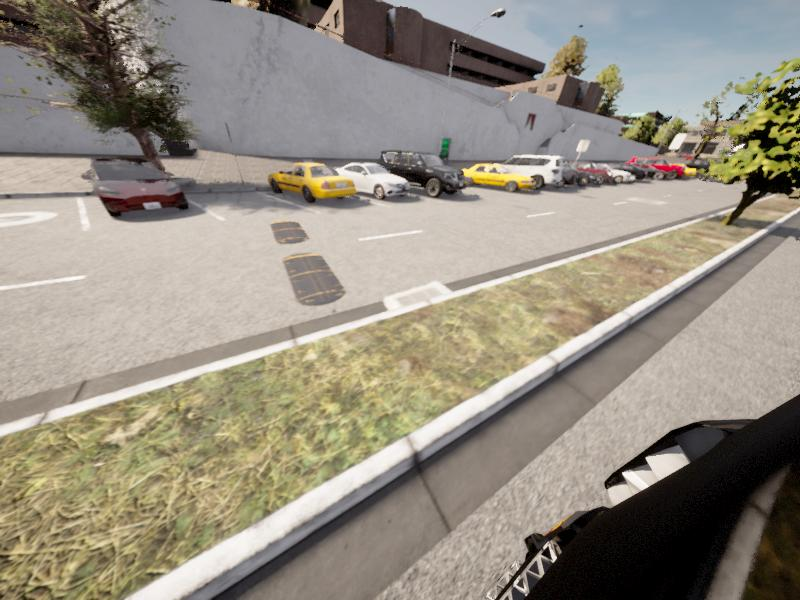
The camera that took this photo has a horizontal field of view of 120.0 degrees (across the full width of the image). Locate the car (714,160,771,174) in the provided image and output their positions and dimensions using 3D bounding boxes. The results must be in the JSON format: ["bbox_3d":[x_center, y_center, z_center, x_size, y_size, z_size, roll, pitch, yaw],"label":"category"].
[{"bbox_3d":[66.388,-25.998,45.037,5.566,2.045,2.435,26,40,32],"label":"car"}]

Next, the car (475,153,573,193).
[{"bbox_3d":[8.861,-9.507,17.029,5.566,2.045,2.435,26,40,32],"label":"car"}]

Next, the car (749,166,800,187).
[{"bbox_3d":[40.468,-13.327,24.801,4.611,1.667,2.242,-16,38,-25],"label":"car"}]

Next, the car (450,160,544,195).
[{"bbox_3d":[6.405,-8.479,15.773,5.366,1.575,1.946,26,40,32],"label":"car"}]

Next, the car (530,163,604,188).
[{"bbox_3d":[14.104,-10.753,19.737,4.674,1.452,2.002,26,40,32],"label":"car"}]

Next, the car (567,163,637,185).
[{"bbox_3d":[19.324,-12.267,22.278,4.674,1.452,2.002,26,40,32],"label":"car"}]

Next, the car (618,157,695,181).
[{"bbox_3d":[29.803,-15.545,27.179,5.566,2.045,2.435,26,40,32],"label":"car"}]

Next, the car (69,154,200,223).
[{"bbox_3d":[-9.383,-4.131,8.130,4.792,1.488,2.163,26,39,32],"label":"car"}]

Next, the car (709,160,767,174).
[{"bbox_3d":[63.712,-25.282,43.791,5.566,2.045,2.435,26,40,32],"label":"car"}]

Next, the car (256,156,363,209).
[{"bbox_3d":[-4.329,-5.683,10.808,5.366,1.575,1.946,26,40,32],"label":"car"}]

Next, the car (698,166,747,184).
[{"bbox_3d":[35.013,-13.599,25.055,4.892,1.490,1.837,-16,38,-25],"label":"car"}]

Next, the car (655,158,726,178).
[{"bbox_3d":[40.194,-18.585,32.286,5.566,2.045,2.435,26,41,32],"label":"car"}]

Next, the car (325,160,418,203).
[{"bbox_3d":[-1.576,-6.310,12.033,4.674,1.452,2.002,26,40,32],"label":"car"}]

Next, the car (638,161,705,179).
[{"bbox_3d":[34.849,-16.929,29.963,5.366,1.575,1.946,26,41,32],"label":"car"}]

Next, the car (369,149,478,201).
[{"bbox_3d":[1.075,-7.271,13.152,5.566,2.045,2.435,26,40,32],"label":"car"}]

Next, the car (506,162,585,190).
[{"bbox_3d":[11.462,-10.019,18.460,4.792,1.488,2.163,26,40,32],"label":"car"}]

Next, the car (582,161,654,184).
[{"bbox_3d":[21.941,-13.055,23.517,5.008,1.535,2.097,26,41,32],"label":"car"}]

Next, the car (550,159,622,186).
[{"bbox_3d":[16.695,-11.659,20.932,4.553,1.767,2.185,26,40,32],"label":"car"}]

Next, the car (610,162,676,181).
[{"bbox_3d":[27.184,-14.549,26.062,4.792,1.488,2.163,26,40,32],"label":"car"}]

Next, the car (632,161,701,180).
[{"bbox_3d":[32.527,-16.038,28.498,5.366,1.575,1.946,26,40,32],"label":"car"}]
